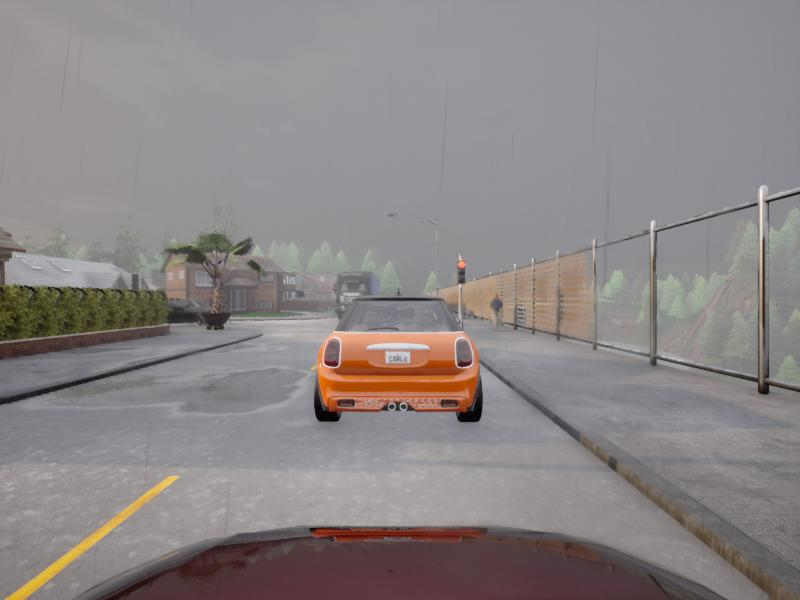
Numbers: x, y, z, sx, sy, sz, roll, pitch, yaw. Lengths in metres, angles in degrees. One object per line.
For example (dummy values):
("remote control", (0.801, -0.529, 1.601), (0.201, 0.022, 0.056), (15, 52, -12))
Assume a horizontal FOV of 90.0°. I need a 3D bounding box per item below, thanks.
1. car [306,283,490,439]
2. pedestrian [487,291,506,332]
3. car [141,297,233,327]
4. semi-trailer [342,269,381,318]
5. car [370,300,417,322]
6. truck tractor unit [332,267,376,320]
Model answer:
("car", (-0.001, 0.694, 6.836), (2.097, 1.767, 4.553), (0, 0, 1))
("pedestrian", (4.491, 0.533, 18.638), (0.751, 1.860, 0.751), (0, 0, 1))
("car", (-13.066, 0.695, 24.744), (4.553, 1.767, 2.097), (0, 0, 0))
("semi-trailer", (-3.799, -0.619, 42.718), (2.717, 4.402, 14.254), (0, 0, 0))
("car", (-0.377, 0.823, 31.552), (1.882, 1.535, 5.008), (1, 0, 22))
("truck tractor unit", (-3.831, -0.497, 34.798), (3.053, 4.208, 6.516), (0, 0, 0))
